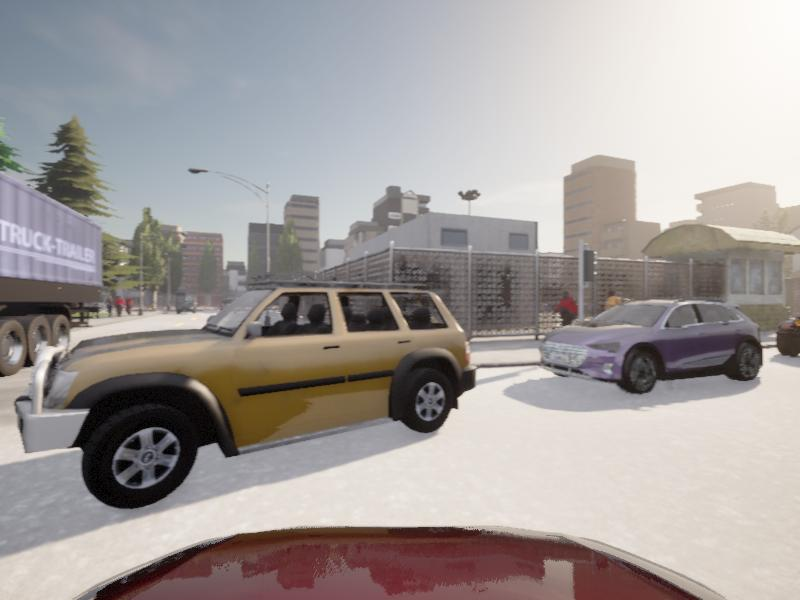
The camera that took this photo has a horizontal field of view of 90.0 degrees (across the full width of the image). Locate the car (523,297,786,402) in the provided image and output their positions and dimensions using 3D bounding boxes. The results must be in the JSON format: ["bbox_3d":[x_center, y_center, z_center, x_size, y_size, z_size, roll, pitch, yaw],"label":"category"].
[{"bbox_3d":[5.147,0.771,8.125,4.856,1.649,2.033,0,0,-21],"label":"car"}]

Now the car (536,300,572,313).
[{"bbox_3d":[17.851,0.709,46.430,3.633,1.501,1.845,0,0,-21],"label":"car"}]

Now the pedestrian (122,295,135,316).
[{"bbox_3d":[-23.980,0.467,35.325,0.751,1.860,0.751,0,0,-8],"label":"pedestrian"}]

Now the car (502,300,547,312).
[{"bbox_3d":[15.758,0.764,50.636,5.357,1.415,2.033,0,0,-21],"label":"car"}]

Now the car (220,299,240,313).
[{"bbox_3d":[-21.029,0.704,49.660,1.851,1.617,3.988,0,0,-15],"label":"car"}]

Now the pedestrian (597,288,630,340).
[{"bbox_3d":[7.954,0.512,14.918,0.751,1.860,0.751,0,0,-21],"label":"pedestrian"}]

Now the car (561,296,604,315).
[{"bbox_3d":[18.857,0.547,41.328,3.866,1.878,1.905,0,0,-21],"label":"car"}]

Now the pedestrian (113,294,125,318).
[{"bbox_3d":[-22.120,0.472,31.497,0.751,1.860,0.751,0,0,-31],"label":"pedestrian"}]

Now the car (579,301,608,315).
[{"bbox_3d":[18.843,0.759,39.000,2.207,1.379,1.481,0,0,-21],"label":"car"}]

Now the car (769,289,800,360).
[{"bbox_3d":[12.456,0.642,11.006,3.866,1.878,1.905,0,0,-22],"label":"car"}]

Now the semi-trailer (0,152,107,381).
[{"bbox_3d":[-8.708,-0.634,6.563,2.717,4.402,14.254,0,0,-21],"label":"semi-trailer"}]

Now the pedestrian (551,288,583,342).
[{"bbox_3d":[5.886,0.511,14.122,0.751,1.860,0.751,0,0,-22],"label":"pedestrian"}]

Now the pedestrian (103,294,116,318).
[{"bbox_3d":[-22.775,0.472,31.404,0.751,1.860,0.751,0,0,-31],"label":"pedestrian"}]

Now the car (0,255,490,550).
[{"bbox_3d":[-1.246,0.645,4.654,4.605,1.855,1.932,0,0,-36],"label":"car"}]

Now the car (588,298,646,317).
[{"bbox_3d":[20.190,0.659,37.241,4.611,1.667,2.242,0,0,-21],"label":"car"}]

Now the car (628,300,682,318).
[{"bbox_3d":[22.034,0.732,34.558,4.193,1.474,1.816,0,0,-21],"label":"car"}]

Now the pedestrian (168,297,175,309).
[{"bbox_3d":[-33.669,0.426,58.852,0.751,1.860,0.751,0,0,-17],"label":"pedestrian"}]

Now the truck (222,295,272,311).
[{"bbox_3d":[-21.100,0.449,55.339,6.274,2.098,2.390,0,0,-21],"label":"truck"}]
